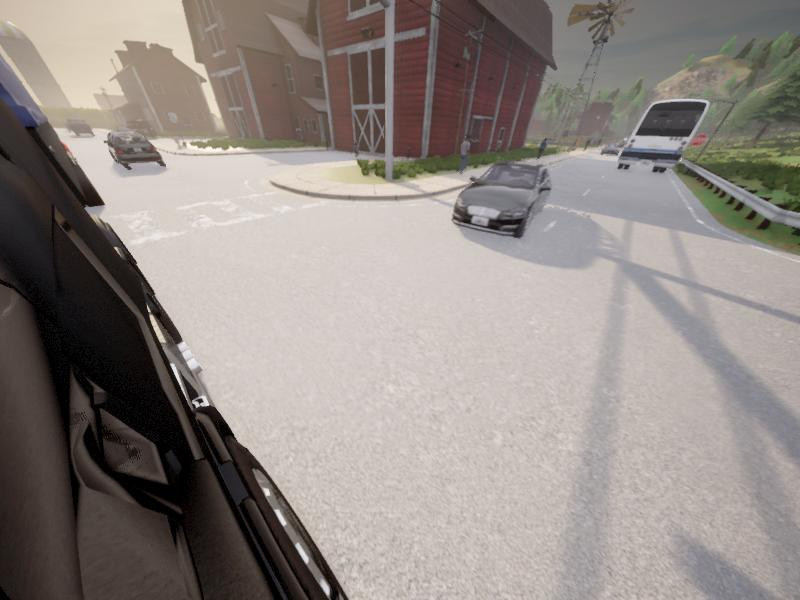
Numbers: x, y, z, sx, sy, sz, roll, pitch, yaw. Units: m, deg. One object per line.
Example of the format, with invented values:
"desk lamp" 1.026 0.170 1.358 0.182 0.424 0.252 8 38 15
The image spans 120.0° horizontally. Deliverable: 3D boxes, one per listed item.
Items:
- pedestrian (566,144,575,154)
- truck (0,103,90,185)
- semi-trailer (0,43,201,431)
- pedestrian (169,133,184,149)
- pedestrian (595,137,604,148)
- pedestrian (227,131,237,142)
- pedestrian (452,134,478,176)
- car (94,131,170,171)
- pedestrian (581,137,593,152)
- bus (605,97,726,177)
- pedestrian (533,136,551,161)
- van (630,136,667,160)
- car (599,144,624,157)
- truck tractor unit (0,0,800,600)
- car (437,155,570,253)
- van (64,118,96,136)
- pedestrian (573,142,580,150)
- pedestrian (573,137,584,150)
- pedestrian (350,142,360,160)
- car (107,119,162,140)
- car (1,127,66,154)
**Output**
"pedestrian" 22.678 -20.119 30.778 0.500 1.100 0.500 29 44 32
"truck" -16.479 -6.862 9.923 5.204 2.467 2.627 28 44 30
"semi-trailer" -8.704 -3.575 4.261 14.254 4.402 2.717 28 44 30
"pedestrian" -19.377 -13.813 20.062 0.500 1.100 0.500 -21 42 -28
"pedestrian" 42.129 -33.205 48.830 0.751 1.860 0.751 22 41 25
"pedestrian" -21.337 -20.740 29.342 0.500 1.100 0.500 26 43 29
"pedestrian" 3.535 -7.920 12.661 0.751 1.860 0.751 -22 43 -29
"car" -14.745 -8.302 12.719 3.705 1.549 1.789 27 44 30
"pedestrian" 29.683 -24.645 36.617 0.751 1.860 0.751 25 42 27
"bus" 21.135 -13.343 19.175 3.944 4.253 10.273 28 43 31
"pedestrian" 13.308 -14.201 21.656 0.751 1.860 0.751 28 44 30
"van" 34.024 -21.009 31.740 2.351 2.431 6.366 28 44 31
"car" 30.160 -21.358 32.905 1.994 1.385 4.181 27 43 29
"truck tractor unit" -2.645 -0.295 0.351 6.516 4.208 3.053 28 44 30
"car" 3.274 -3.206 6.858 2.128 1.511 4.902 24 41 27
"van" -45.597 -24.625 32.903 4.442 1.987 1.775 28 43 30
"pedestrian" 31.511 -27.494 41.203 0.500 1.100 0.500 14 38 15
"pedestrian" 31.281 -27.470 40.520 0.751 1.860 0.751 20 40 23
"pedestrian" -3.436 -11.424 17.697 0.500 1.100 0.500 27 43 30
"car" -33.295 -21.502 29.119 3.866 1.878 1.905 -1 42 -2
"car" -26.949 -11.882 17.136 4.181 1.385 1.994 28 43 30
